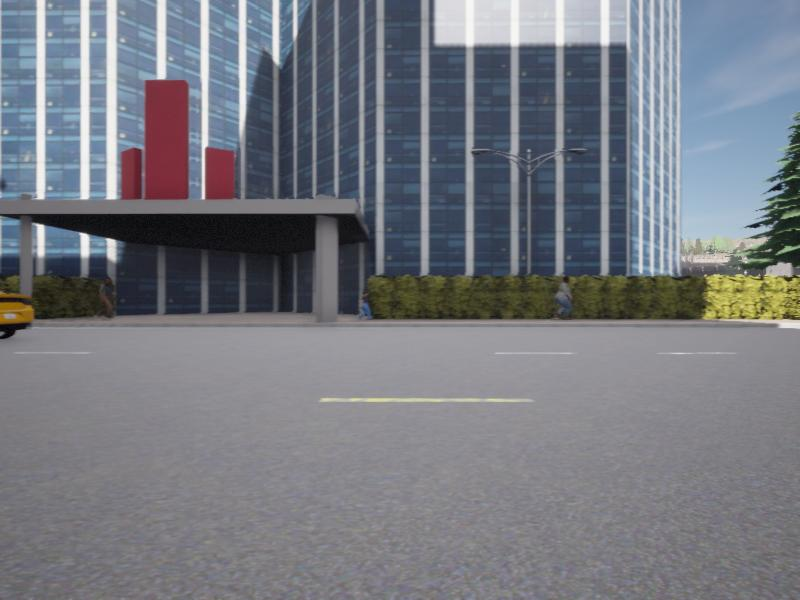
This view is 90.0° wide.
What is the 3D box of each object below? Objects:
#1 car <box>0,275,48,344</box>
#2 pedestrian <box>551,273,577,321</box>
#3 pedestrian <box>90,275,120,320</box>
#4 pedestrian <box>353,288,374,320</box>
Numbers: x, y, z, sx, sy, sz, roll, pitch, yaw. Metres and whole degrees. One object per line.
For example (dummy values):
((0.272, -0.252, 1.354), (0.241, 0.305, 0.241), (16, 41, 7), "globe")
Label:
((-11.417, 0.219, 9.199), (5.008, 1.535, 1.882), (0, 0, 0), "car")
((6.475, -0.113, 15.843), (0.751, 1.860, 0.751), (0, 0, 4), "pedestrian")
((-12.449, -0.120, 16.912), (0.751, 1.860, 0.751), (0, 0, -8), "pedestrian")
((-1.466, 0.164, 16.276), (0.751, 1.300, 0.751), (0, 0, 1), "pedestrian")
